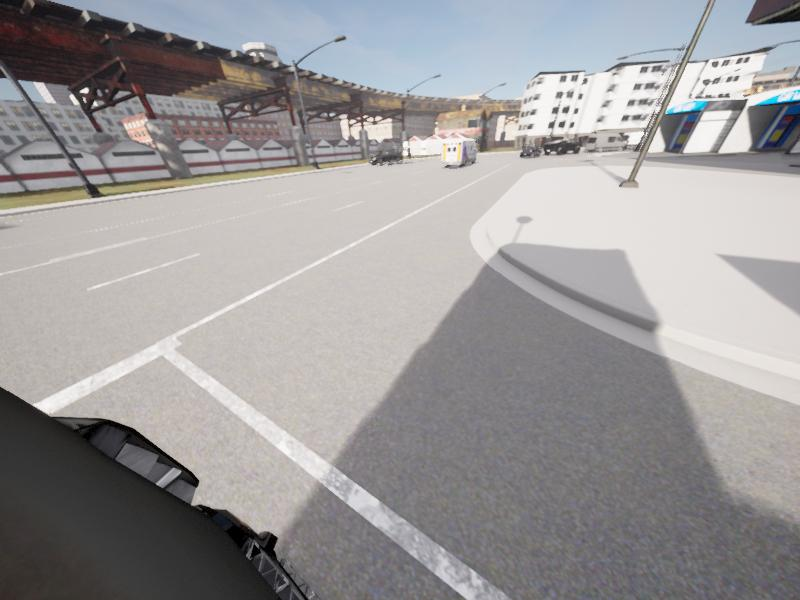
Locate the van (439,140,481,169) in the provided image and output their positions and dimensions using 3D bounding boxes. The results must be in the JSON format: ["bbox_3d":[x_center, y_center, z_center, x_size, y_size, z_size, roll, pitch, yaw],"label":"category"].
[{"bbox_3d":[6.971,-16.681,26.371,2.351,2.431,6.366,17,39,28],"label":"van"}]

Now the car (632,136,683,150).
[{"bbox_3d":[41.687,-25.464,37.567,5.238,1.638,1.930,-1,34,4],"label":"car"}]

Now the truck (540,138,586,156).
[{"bbox_3d":[25.327,-23.800,35.945,6.274,2.098,2.390,-17,36,-20],"label":"truck"}]

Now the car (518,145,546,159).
[{"bbox_3d":[18.976,-21.315,33.218,3.633,1.501,1.845,-25,39,-30],"label":"car"}]

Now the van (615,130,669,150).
[{"bbox_3d":[41.921,-27.772,40.217,5.915,2.561,1.988,-1,34,4],"label":"van"}]

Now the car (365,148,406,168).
[{"bbox_3d":[-1.964,-20.308,32.900,5.566,2.045,2.150,-30,40,-35],"label":"car"}]

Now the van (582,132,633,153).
[{"bbox_3d":[33.434,-25.426,37.353,5.915,2.561,1.988,-8,34,-7],"label":"van"}]
